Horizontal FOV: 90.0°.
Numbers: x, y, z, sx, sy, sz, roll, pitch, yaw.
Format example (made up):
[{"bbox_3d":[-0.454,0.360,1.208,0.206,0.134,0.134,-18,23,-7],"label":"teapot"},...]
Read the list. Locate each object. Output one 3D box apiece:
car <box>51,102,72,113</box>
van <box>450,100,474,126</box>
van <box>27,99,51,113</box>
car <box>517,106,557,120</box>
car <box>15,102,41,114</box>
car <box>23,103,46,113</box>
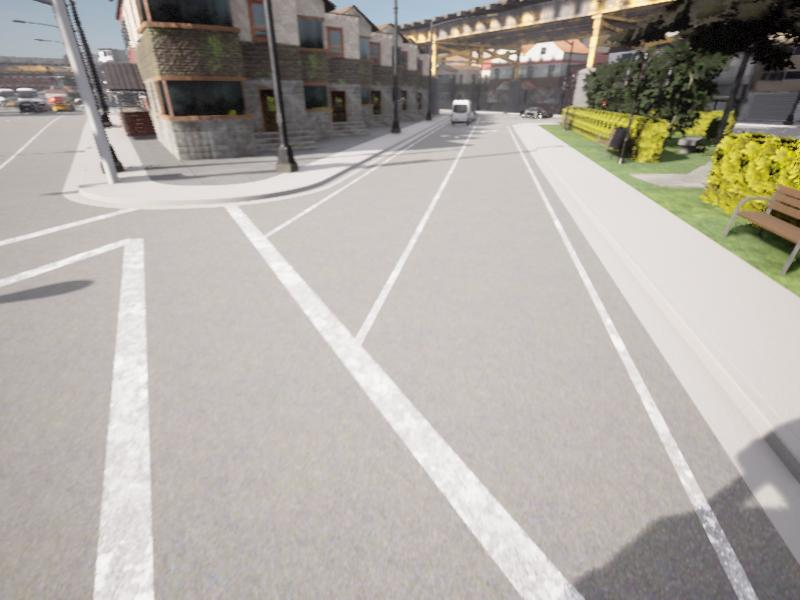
[{"bbox_3d":[-54.414,-31.055,64.457,1.882,1.535,5.008,-17,30,-29],"label":"car"},{"bbox_3d":[7.206,-21.596,46.020,1.988,2.561,5.915,6,28,12],"label":"van"},{"bbox_3d":[-61.363,-33.104,68.139,2.069,2.038,4.480,-17,31,-29],"label":"van"},{"bbox_3d":[19.574,-26.840,57.294,1.930,1.638,5.238,-16,32,-29],"label":"car"},{"bbox_3d":[-54.086,-28.008,58.289,1.882,1.535,5.008,-17,31,-29],"label":"car"},{"bbox_3d":[-57.518,-30.232,63.031,1.994,1.385,4.181,-16,30,-29],"label":"car"}]
